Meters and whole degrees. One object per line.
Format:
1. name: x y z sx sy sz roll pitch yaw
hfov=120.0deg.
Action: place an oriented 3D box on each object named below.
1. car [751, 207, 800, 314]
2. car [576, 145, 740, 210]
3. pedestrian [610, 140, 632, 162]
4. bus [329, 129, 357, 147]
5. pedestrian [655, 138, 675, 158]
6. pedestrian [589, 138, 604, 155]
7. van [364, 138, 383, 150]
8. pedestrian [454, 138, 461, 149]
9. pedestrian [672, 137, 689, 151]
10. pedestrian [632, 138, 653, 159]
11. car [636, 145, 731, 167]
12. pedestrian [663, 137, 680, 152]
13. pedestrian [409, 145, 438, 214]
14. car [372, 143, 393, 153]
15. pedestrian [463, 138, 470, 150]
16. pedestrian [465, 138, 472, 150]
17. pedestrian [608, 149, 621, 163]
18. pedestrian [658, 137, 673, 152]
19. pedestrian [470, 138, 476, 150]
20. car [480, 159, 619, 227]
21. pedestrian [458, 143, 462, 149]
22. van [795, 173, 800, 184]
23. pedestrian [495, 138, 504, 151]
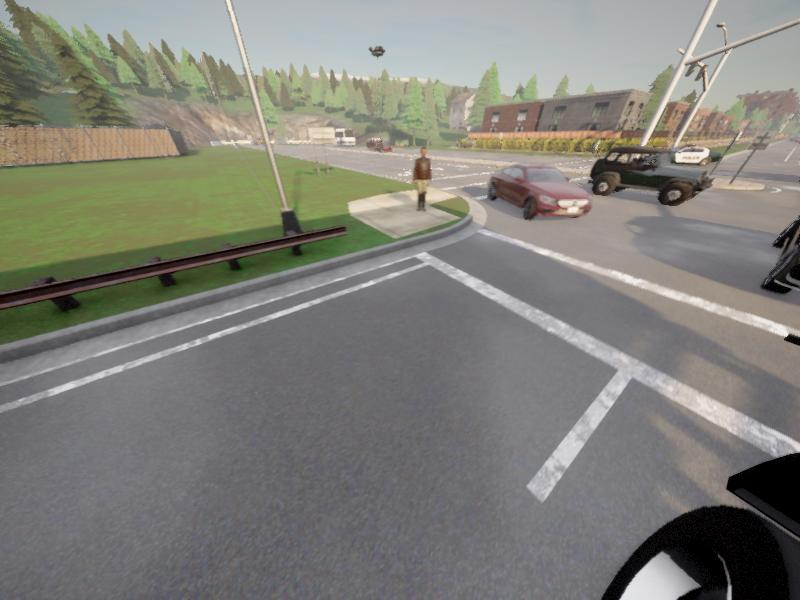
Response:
1. car: 8.579 -1.017 3.864 5.027 1.651 2.152 -22 41 -28
2. car: 10.376 -5.340 9.742 1.905 1.878 3.866 -22 41 -27
3. pedestrian: 22.592 -15.215 23.617 0.751 1.860 0.751 -23 41 -28
4. bus: -17.064 -47.994 68.406 3.944 4.253 10.273 -22 41 -27
5. pedestrian: 29.995 -17.242 26.159 0.751 1.860 0.751 -28 44 -34
6. pedestrian: 26.081 -20.411 30.686 0.751 1.860 0.751 -21 40 -27
7. van: -5.771 -34.217 50.691 2.069 2.038 4.480 -22 41 -28
8. pedestrian: 11.807 -32.157 47.464 0.751 1.860 0.751 -21 40 -26
9. pedestrian: 44.318 -24.636 36.511 0.751 1.860 0.751 -21 40 -27
10. pedestrian: 25.943 -16.256 24.745 0.751 1.860 0.751 -22 41 -28
11. car: 25.224 -13.052 20.855 4.974 1.542 2.038 7 36 10
12. pedestrian: 40.380 -23.116 34.392 0.751 1.860 0.751 22 41 29
13. pedestrian: 0.714 -3.841 7.425 0.751 1.860 0.751 -1 35 0
14. car: -3.303 -28.290 42.850 1.994 1.385 4.181 -22 40 -27
15. pedestrian: 13.124 -30.831 45.573 0.751 1.860 0.751 -26 42 -31
16. pedestrian: 13.520 -30.802 45.528 0.751 1.860 0.751 -25 42 -31
17. pedestrian: 21.641 -14.519 23.298 0.500 1.100 0.500 -22 41 -27
18. pedestrian: 40.185 -23.519 34.965 0.751 1.860 0.751 27 43 33
19. pedestrian: 14.103 -30.238 44.723 0.751 1.860 0.751 14 38 19
20. car: 4.878 -4.199 8.562 1.812 1.442 4.674 -3 35 -5
21. pedestrian: 12.173 -31.406 47.056 0.500 1.100 0.500 -21 40 -26
22. van: 24.545 -7.688 12.859 4.442 1.987 1.775 -22 41 -28
23. pedestrian: 17.534 -27.443 40.731 0.751 1.860 0.751 -22 41 -28
